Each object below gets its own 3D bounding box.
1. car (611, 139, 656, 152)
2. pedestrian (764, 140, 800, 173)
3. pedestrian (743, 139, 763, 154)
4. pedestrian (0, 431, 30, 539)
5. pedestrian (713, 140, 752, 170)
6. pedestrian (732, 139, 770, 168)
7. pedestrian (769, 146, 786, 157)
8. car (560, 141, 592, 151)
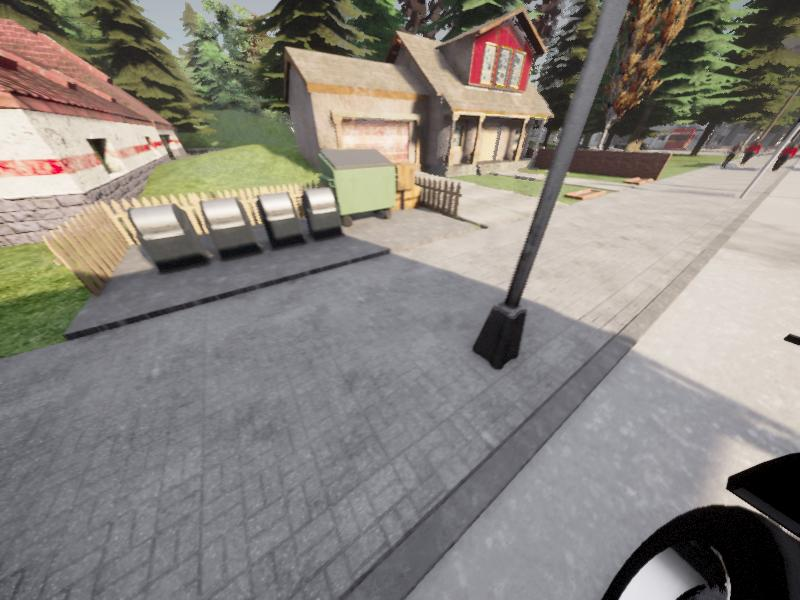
[{"bbox_3d":[40.960,-27.256,40.680,2.152,1.651,5.027,-21,41,-27],"label":"car"},{"bbox_3d":[26.398,-9.799,15.811,0.751,1.860,0.751,-21,41,-27],"label":"pedestrian"},{"bbox_3d":[52.569,-22.951,34.451,0.751,1.860,0.751,-20,40,-25],"label":"pedestrian"},{"bbox_3d":[-3.055,0.767,0.955,0.751,1.860,0.751,28,44,33],"label":"pedestrian"},{"bbox_3d":[25.028,-10.953,17.421,0.751,1.860,0.751,-18,39,-23],"label":"pedestrian"},{"bbox_3d":[28.087,-11.729,18.514,0.751,1.860,0.751,-14,38,-19],"label":"pedestrian"},{"bbox_3d":[44.941,-17.654,27.501,0.500,1.100,0.500,21,40,26],"label":"pedestrian"},{"bbox_3d":[35.784,-31.504,47.132,1.812,1.442,4.674,-21,41,-27],"label":"car"}]
